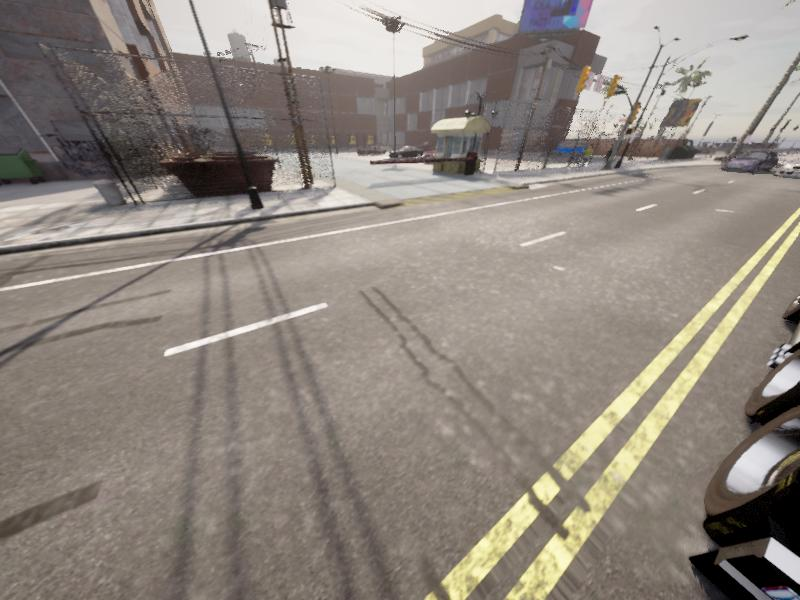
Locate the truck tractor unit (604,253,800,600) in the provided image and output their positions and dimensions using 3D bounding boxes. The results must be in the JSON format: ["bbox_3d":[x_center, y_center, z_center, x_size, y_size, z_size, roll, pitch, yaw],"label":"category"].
[{"bbox_3d":[5.094,-0.317,0.809,6.516,4.208,3.053,-19,39,-25],"label":"truck tractor unit"}]

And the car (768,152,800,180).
[{"bbox_3d":[30.929,-10.064,17.271,4.611,1.667,2.242,-14,37,-20],"label":"car"}]

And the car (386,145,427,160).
[{"bbox_3d":[0.899,-19.936,31.187,5.008,1.535,2.097,-19,39,-26],"label":"car"}]

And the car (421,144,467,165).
[{"bbox_3d":[4.895,-16.335,25.816,4.553,1.767,2.185,-19,39,-26],"label":"car"}]

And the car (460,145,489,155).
[{"bbox_3d":[13.226,-26.715,41.111,4.674,1.452,2.002,-19,39,-26],"label":"car"}]

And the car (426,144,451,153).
[{"bbox_3d":[8.047,-31.555,48.174,4.786,1.482,2.161,-19,39,-26],"label":"car"}]

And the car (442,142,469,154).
[{"bbox_3d":[10.670,-29.276,44.487,4.553,1.767,2.185,-19,39,-26],"label":"car"}]

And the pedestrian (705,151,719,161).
[{"bbox_3d":[40.595,-18.778,30.081,0.500,1.100,0.500,-11,36,-16],"label":"pedestrian"}]

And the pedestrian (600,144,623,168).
[{"bbox_3d":[19.864,-13.554,21.734,0.751,1.860,0.751,-22,41,-29],"label":"pedestrian"}]

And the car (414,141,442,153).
[{"bbox_3d":[6.061,-33.428,50.380,5.566,2.045,2.435,-19,39,-26],"label":"car"}]

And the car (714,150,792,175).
[{"bbox_3d":[31.296,-12.298,20.529,4.856,1.649,2.033,-12,36,-17],"label":"car"}]

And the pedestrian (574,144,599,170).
[{"bbox_3d":[15.953,-12.232,19.800,0.751,1.860,0.751,-18,39,-25],"label":"pedestrian"}]
